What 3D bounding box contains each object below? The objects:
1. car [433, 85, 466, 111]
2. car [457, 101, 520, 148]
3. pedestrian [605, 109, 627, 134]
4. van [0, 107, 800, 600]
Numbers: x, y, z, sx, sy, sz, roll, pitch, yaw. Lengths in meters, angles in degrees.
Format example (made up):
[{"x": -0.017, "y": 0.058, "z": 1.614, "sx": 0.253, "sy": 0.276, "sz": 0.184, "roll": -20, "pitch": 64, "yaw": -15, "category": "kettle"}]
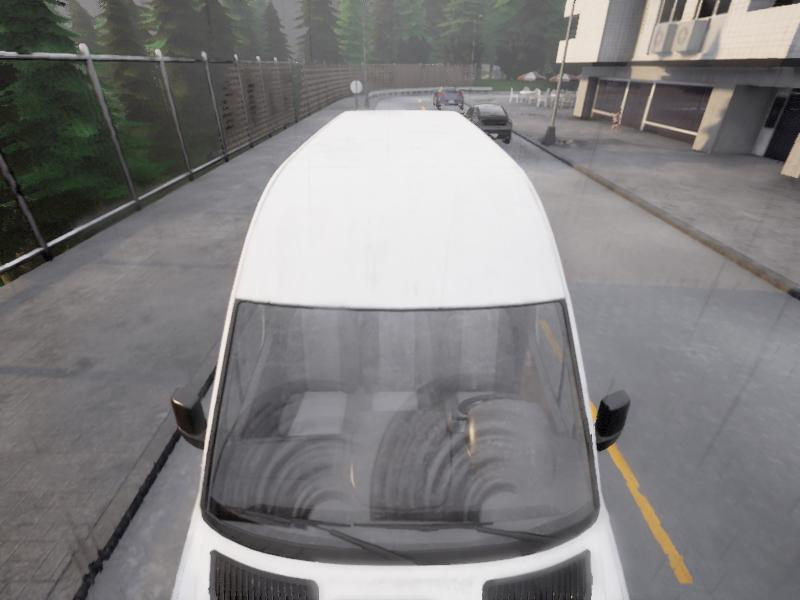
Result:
[{"x": 3.981, "y": -16.744, "z": 33.027, "sx": 2.152, "sy": 1.651, "sz": 5.027, "roll": 0, "pitch": 30, "yaw": 0, "category": "car"}, {"x": 3.988, "y": -8.410, "z": 18.902, "sx": 1.837, "sy": 1.490, "sz": 4.892, "roll": 0, "pitch": 30, "yaw": 0, "category": "car"}, {"x": 10.688, "y": -8.851, "z": 19.841, "sx": 0.500, "sy": 1.100, "sz": 0.500, "roll": -6, "pitch": 31, "yaw": -9, "category": "pedestrian"}, {"x": 0.000, "y": 0.006, "z": 3.477, "sx": 1.988, "sy": 2.561, "sz": 5.915, "roll": 0, "pitch": 30, "yaw": 0, "category": "van"}]
